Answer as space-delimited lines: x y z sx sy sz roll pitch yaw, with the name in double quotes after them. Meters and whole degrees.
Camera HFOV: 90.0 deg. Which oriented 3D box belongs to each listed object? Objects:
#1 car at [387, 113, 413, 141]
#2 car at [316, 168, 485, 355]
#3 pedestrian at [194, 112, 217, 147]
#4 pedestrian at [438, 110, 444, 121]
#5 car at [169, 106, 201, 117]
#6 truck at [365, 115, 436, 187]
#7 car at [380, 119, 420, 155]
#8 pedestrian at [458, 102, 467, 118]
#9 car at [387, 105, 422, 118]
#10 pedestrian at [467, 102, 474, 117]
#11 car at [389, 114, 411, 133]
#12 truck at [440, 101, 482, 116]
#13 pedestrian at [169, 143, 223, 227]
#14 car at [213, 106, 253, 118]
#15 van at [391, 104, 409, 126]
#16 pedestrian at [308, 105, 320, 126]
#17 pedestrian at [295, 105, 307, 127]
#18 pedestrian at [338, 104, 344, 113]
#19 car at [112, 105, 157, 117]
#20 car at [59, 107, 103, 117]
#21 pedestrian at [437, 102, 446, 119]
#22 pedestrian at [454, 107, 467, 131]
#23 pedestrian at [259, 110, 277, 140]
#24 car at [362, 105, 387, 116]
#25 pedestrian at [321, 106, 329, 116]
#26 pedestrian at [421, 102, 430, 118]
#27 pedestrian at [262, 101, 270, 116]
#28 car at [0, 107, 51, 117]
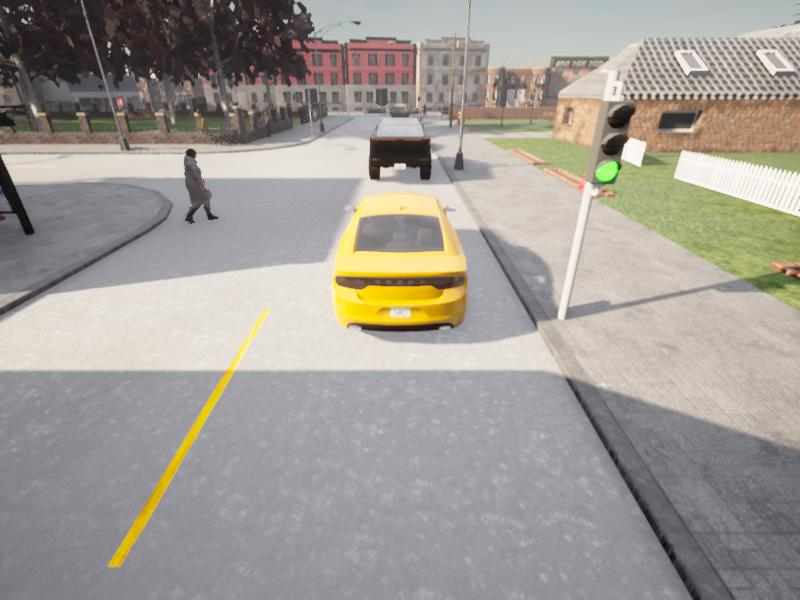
0.005 -12.907 29.747 1.851 1.617 3.988 0 27 0 "car"
0.004 -1.116 7.030 1.882 1.535 5.008 0 27 0 "car"
-11.699 -10.261 24.080 0.751 1.860 0.751 -6 28 -12 "pedestrian"
4.795 -21.733 47.063 0.500 1.100 0.500 -8 28 -16 "pedestrian"
-32.336 -28.394 60.208 3.633 1.501 1.845 0 27 0 "car"
0.003 -6.455 16.741 2.390 2.098 6.274 0 27 0 "truck"
0.004 -9.796 23.837 2.128 1.511 4.902 0 27 0 "car"
8.252 -25.097 52.756 0.751 1.860 0.751 -9 29 -16 "pedestrian"
0.682 -29.924 63.414 5.027 1.651 2.152 -9 29 -17 "car"
9.506 -25.725 53.970 0.751 1.860 0.751 8 28 16 "pedestrian"
-0.003 -15.707 35.499 1.895 1.301 4.718 0 27 0 "car"
9.654 -30.483 63.663 6.274 2.098 2.390 0 27 0 "truck"
-5.124 -2.909 10.092 0.751 1.860 0.751 -16 31 -27 "pedestrian"
-25.096 -28.341 60.242 4.902 1.511 2.128 0 27 0 "car"
0.004 -19.552 42.180 1.775 1.987 4.442 0 27 0 "van"
-8.382 -17.933 38.910 0.751 1.860 0.751 3 28 6 "pedestrian"
-9.253 -17.259 37.606 0.751 1.860 0.751 0 27 0 "pedestrian"
-9.790 -31.820 66.363 0.751 1.300 0.751 -19 33 -32 "pedestrian"
-39.861 -28.424 60.188 5.238 1.638 1.930 0 27 0 "car"
-48.014 -28.273 60.260 4.718 1.301 1.895 0 27 0 "car"
5.142 -23.575 49.796 0.751 1.860 0.751 20 34 34 "pedestrian"
5.090 -15.260 33.740 0.751 1.860 0.751 -2 27 -4 "pedestrian"
-9.035 -11.991 27.425 0.751 1.860 0.751 -1 27 -2 "pedestrian"
-4.024 -30.242 63.778 3.705 1.549 1.789 0 27 0 "car"
-10.424 -26.267 55.630 0.751 1.300 0.751 1 27 3 "pedestrian"
3.222 -24.155 50.918 0.751 1.860 0.751 -11 29 -20 "pedestrian"
-18.754 -26.816 56.084 0.751 1.860 0.751 -4 28 -8 "pedestrian"
-56.254 -28.315 60.230 5.357 1.411 2.033 0 27 0 "car"
